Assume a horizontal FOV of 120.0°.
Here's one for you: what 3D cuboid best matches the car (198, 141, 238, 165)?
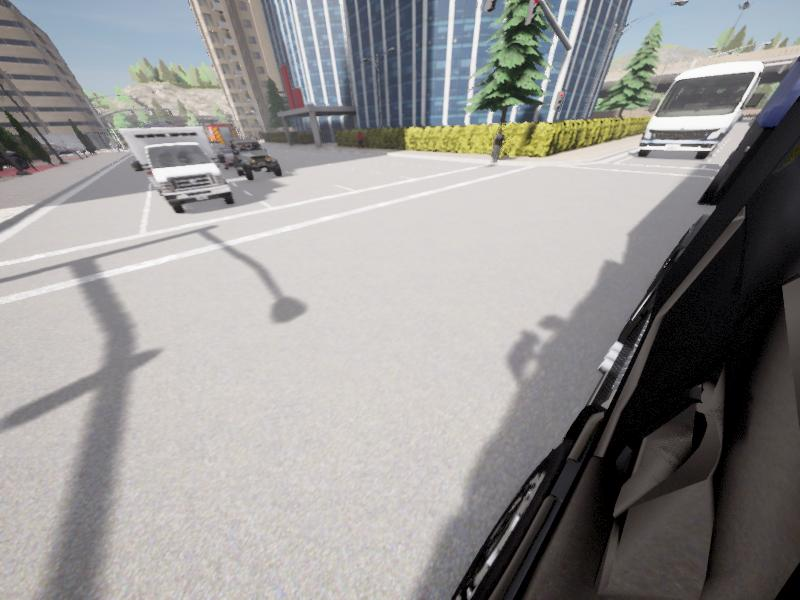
[{"bbox_3d":[-17.818,-14.483,22.568,1.930,1.638,5.238,-29,44,-30],"label":"car"}]

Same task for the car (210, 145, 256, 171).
[{"bbox_3d":[-13.278,-11.310,18.310,1.994,1.385,4.181,-27,43,-29],"label":"car"}]

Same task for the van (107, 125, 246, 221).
[{"bbox_3d":[-8.815,-5.439,9.362,2.351,2.431,6.366,-28,44,-30],"label":"van"}]

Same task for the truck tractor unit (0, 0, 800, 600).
[{"bbox_3d":[2.645,-0.295,0.351,6.516,4.208,3.053,-28,44,-30],"label":"truck tractor unit"}]

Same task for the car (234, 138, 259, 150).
[{"bbox_3d":[-25.924,-26.422,39.024,2.128,1.511,4.902,-28,44,-30],"label":"car"}]

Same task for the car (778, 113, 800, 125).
[{"bbox_3d":[66.830,-30.725,39.216,4.974,1.542,2.038,-28,44,-30],"label":"car"}]

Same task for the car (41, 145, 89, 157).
[{"bbox_3d":[-63.064,-28.203,43.603,4.792,1.488,2.163,-28,44,-30],"label":"car"}]

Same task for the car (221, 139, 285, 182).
[{"bbox_3d":[-8.844,-8.490,13.866,1.905,1.878,3.866,-28,44,-30],"label":"car"}]

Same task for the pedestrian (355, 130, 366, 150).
[{"bbox_3d":[-4.463,-18.179,26.218,0.751,1.860,0.751,-25,43,-27],"label":"pedestrian"}]

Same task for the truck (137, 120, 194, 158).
[{"bbox_3d":[-31.728,-22.176,31.795,2.891,3.827,8.468,-21,41,-23],"label":"truck"}]

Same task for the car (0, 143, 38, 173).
[{"bbox_3d":[-35.927,-11.638,19.239,2.390,2.098,6.274,-8,37,-7],"label":"car"}]

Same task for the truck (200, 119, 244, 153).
[{"bbox_3d":[-27.011,-24.814,35.024,2.891,3.827,8.468,-28,44,-30],"label":"truck"}]

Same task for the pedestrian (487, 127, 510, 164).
[{"bbox_3d":[6.111,-9.587,14.356,0.751,1.860,0.751,21,43,28],"label":"pedestrian"}]

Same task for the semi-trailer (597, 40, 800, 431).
[{"bbox_3d":[8.711,-3.593,4.221,14.254,4.402,2.717,-28,44,-30],"label":"semi-trailer"}]

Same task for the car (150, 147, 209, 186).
[{"bbox_3d":[-13.697,-8.404,14.331,1.882,1.535,5.008,-28,44,-30],"label":"car"}]

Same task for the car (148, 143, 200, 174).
[{"bbox_3d":[-17.965,-11.352,18.390,2.242,1.667,4.611,-28,44,-30],"label":"car"}]

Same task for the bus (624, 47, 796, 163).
[{"bbox_3d":[19.493,-11.950,14.832,10.273,4.253,3.944,-28,44,-30],"label":"bus"}]
